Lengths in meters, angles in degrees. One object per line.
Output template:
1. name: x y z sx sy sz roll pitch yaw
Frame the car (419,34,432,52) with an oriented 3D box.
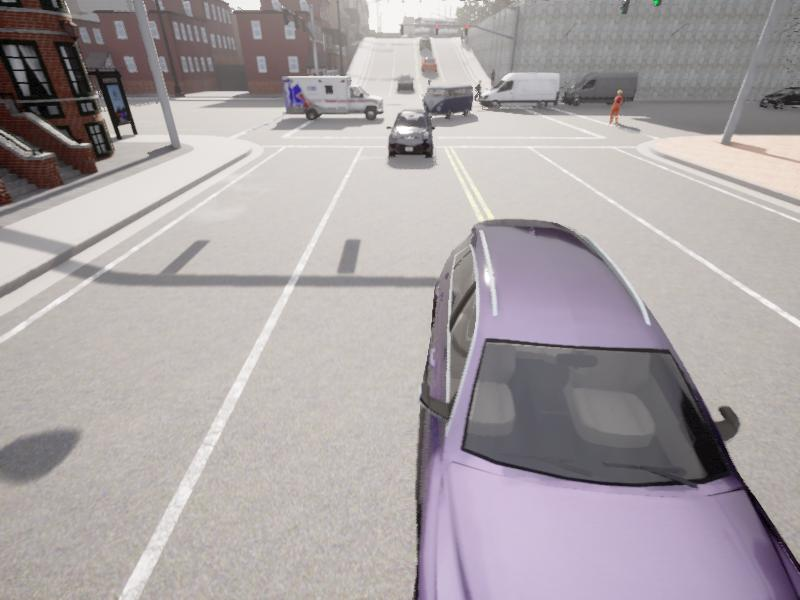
1. car: 4.411 -44.511 69.224 1.932 1.855 4.605 0 42 0

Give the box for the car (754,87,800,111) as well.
1. car: 30.852 -15.907 31.597 3.705 1.549 1.789 0 30 1

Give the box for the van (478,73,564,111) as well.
1. van: 9.376 -16.463 31.590 5.915 2.561 1.988 0 30 1

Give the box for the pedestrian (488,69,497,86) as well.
1. pedestrian: 11.422 -27.401 49.260 0.751 1.860 0.751 2 30 4

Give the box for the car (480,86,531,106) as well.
1. car: 9.388 -18.210 35.628 4.193 1.474 1.816 8 31 13

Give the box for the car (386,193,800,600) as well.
1. car: 1.192 0.647 3.275 2.033 1.649 4.856 3 31 5

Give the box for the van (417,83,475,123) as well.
1. van: 3.066 -12.961 26.161 1.775 1.987 4.442 18 35 29

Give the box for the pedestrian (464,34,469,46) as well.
1. pedestrian: 11.670 -45.568 70.133 0.751 1.860 0.751 0 30 0

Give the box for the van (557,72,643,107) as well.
1. van: 17.093 -18.186 34.530 5.915 2.561 1.988 0 30 1

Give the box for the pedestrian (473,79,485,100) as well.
1. pedestrian: 7.917 -21.123 40.176 0.751 1.860 0.751 -9 32 -15

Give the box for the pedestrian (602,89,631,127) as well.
1. pedestrian: 12.311 -10.931 22.764 0.751 1.860 0.751 -2 30 -3

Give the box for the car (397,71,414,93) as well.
1. car: 0.654 -26.309 48.238 1.930 1.638 5.238 0 36 0

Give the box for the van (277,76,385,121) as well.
1. van: -4.236 -12.959 25.723 6.366 2.431 2.351 0 30 1

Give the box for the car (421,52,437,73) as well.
1. car: 4.284 -35.084 58.993 2.097 1.767 4.553 0 43 0

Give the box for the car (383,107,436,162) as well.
1. car: 0.440 -6.614 15.771 1.845 1.501 3.633 2 30 3

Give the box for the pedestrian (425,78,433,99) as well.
1. pedestrian: 2.963 -21.593 40.923 0.751 1.860 0.751 0 30 1
